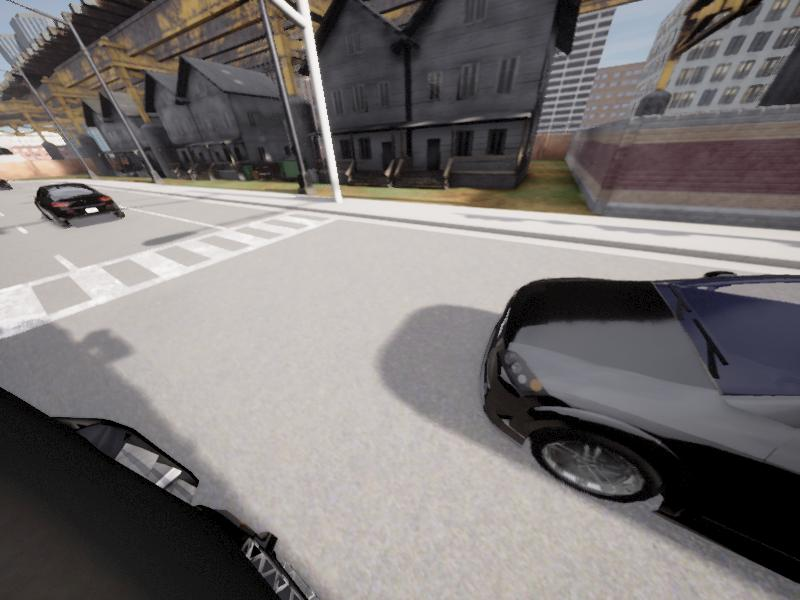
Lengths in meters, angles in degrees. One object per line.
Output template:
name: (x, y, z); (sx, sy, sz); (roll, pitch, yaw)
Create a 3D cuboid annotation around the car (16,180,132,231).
car: (-14.133, -4.252, 10.023); (4.674, 1.442, 1.812); (16, 38, 26)

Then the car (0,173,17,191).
car: (-43.862, -12.540, 24.564); (4.902, 1.511, 2.128); (13, 37, 22)

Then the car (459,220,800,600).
car: (2.809, 0.649, 1.506); (4.181, 1.385, 1.994); (16, 38, 26)
